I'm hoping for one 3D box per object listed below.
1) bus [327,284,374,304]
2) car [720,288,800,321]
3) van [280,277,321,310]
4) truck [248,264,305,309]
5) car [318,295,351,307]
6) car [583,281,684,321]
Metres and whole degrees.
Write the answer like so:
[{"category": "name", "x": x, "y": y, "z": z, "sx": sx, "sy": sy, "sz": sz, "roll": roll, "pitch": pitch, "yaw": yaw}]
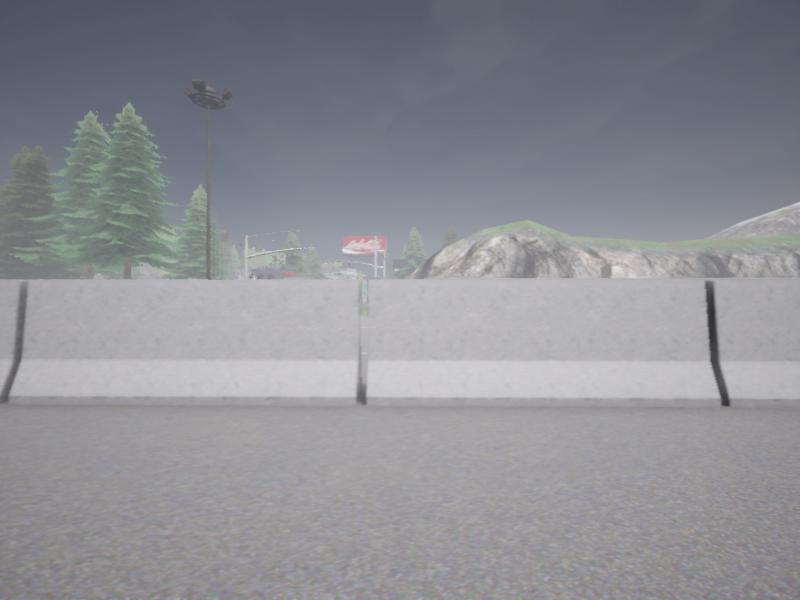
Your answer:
[{"category": "bus", "x": -10.940, "y": -1.342, "z": 89.854, "sx": 3.944, "sy": 4.253, "sz": 10.273, "roll": 0, "pitch": 0, "yaw": 44}, {"category": "car", "x": 18.333, "y": 0.229, "z": 19.700, "sx": 3.705, "sy": 1.549, "sz": 1.789, "roll": 0, "pitch": 0, "yaw": 0}, {"category": "van", "x": -8.180, "y": -0.481, "z": 33.525, "sx": 1.988, "sy": 2.561, "sz": 5.915, "roll": 0, "pitch": 0, "yaw": 0}, {"category": "truck", "x": -11.379, "y": -1.125, "z": 37.840, "sx": 2.891, "sy": 3.827, "sz": 8.468, "roll": 0, "pitch": 0, "yaw": -1}, {"category": "car", "x": -9.024, "y": 0.106, "z": 55.518, "sx": 1.882, "sy": 1.535, "sz": 5.008, "roll": 0, "pitch": 0, "yaw": 27}, {"category": "car", "x": 11.398, "y": 0.054, "z": 19.701, "sx": 3.866, "sy": 1.878, "sz": 1.905, "roll": 0, "pitch": 0, "yaw": 0}]
